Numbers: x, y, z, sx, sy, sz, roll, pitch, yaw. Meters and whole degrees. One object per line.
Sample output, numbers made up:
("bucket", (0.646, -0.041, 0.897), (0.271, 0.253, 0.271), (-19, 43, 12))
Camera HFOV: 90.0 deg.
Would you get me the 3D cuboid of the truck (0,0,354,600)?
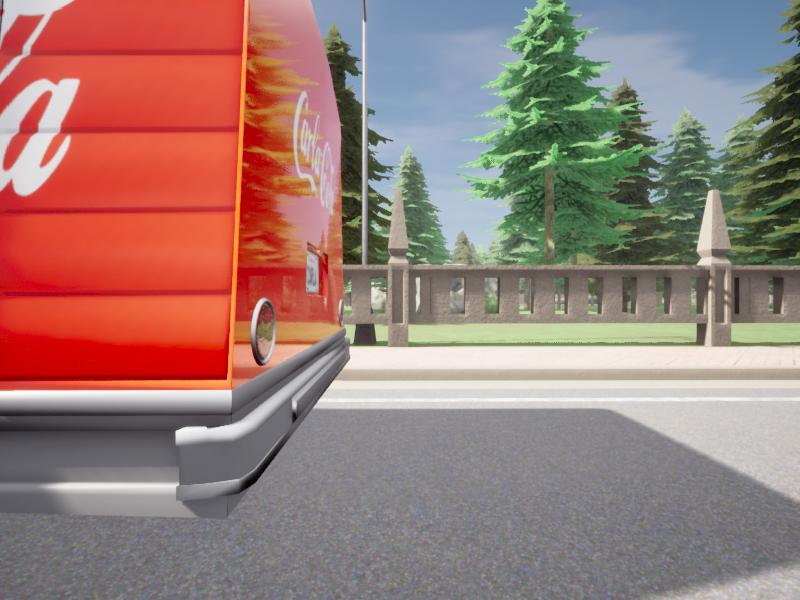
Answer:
("truck", (-2.993, -0.247, 2.167), (5.204, 2.467, 2.627), (0, 0, -1))
